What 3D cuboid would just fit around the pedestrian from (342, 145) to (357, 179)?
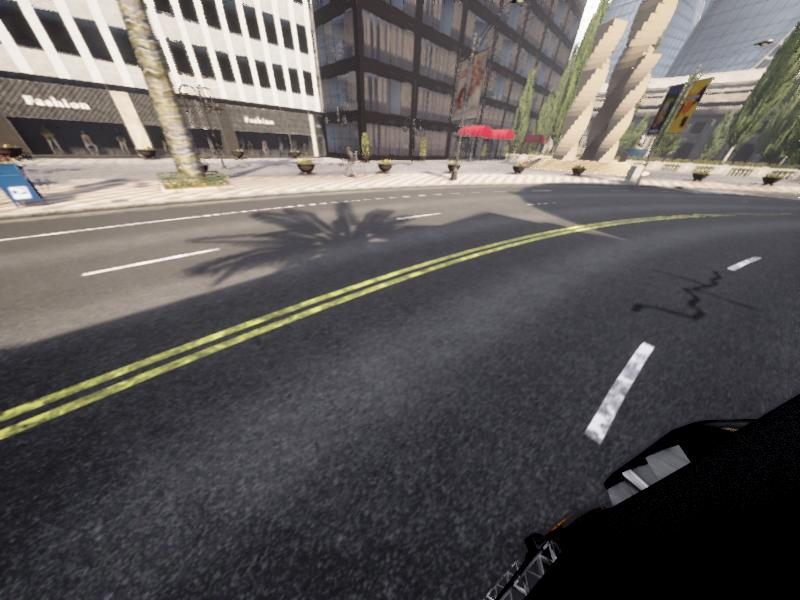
[{"bbox_3d":[-3.355,-9.238,15.495,0.751,1.860,0.751,-8,35,-16],"label":"pedestrian"}]
